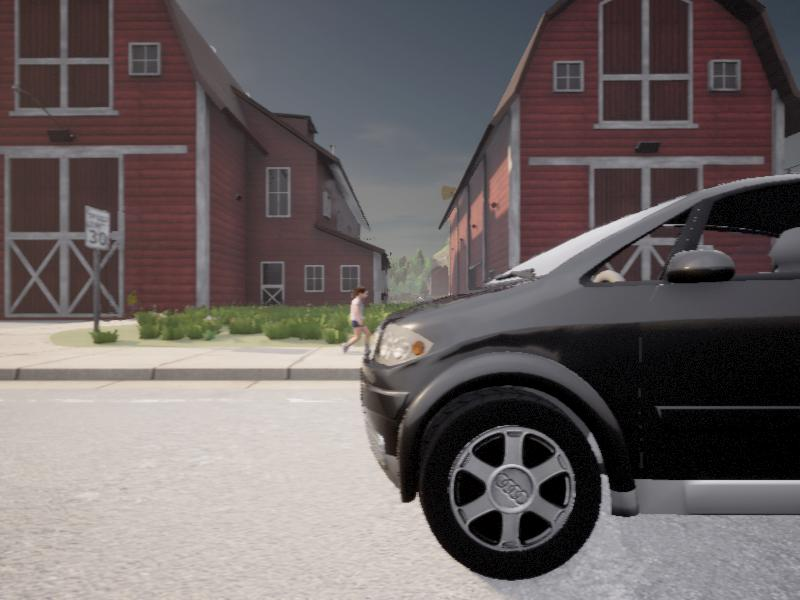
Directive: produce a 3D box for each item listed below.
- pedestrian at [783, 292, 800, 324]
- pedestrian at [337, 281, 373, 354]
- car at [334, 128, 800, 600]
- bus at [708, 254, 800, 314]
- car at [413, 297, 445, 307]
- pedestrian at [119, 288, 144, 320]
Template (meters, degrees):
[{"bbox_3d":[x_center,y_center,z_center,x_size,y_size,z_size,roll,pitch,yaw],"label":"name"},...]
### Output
[{"bbox_3d":[13.844,0.288,13.960,0.500,1.100,0.500,0,0,0],"label":"pedestrian"},{"bbox_3d":[-0.697,0.266,6.270,0.500,1.100,0.500,0,0,1],"label":"pedestrian"},{"bbox_3d":[1.639,0.214,2.201,3.705,1.549,1.789,0,0,0],"label":"car"},{"bbox_3d":[30.139,-1.134,31.519,3.944,4.253,10.273,0,0,1],"label":"bus"},{"bbox_3d":[4.359,0.275,61.599,4.792,1.488,2.163,0,0,0],"label":"car"},{"bbox_3d":[-9.399,0.128,14.015,0.500,1.100,0.500,0,0,4],"label":"pedestrian"}]
